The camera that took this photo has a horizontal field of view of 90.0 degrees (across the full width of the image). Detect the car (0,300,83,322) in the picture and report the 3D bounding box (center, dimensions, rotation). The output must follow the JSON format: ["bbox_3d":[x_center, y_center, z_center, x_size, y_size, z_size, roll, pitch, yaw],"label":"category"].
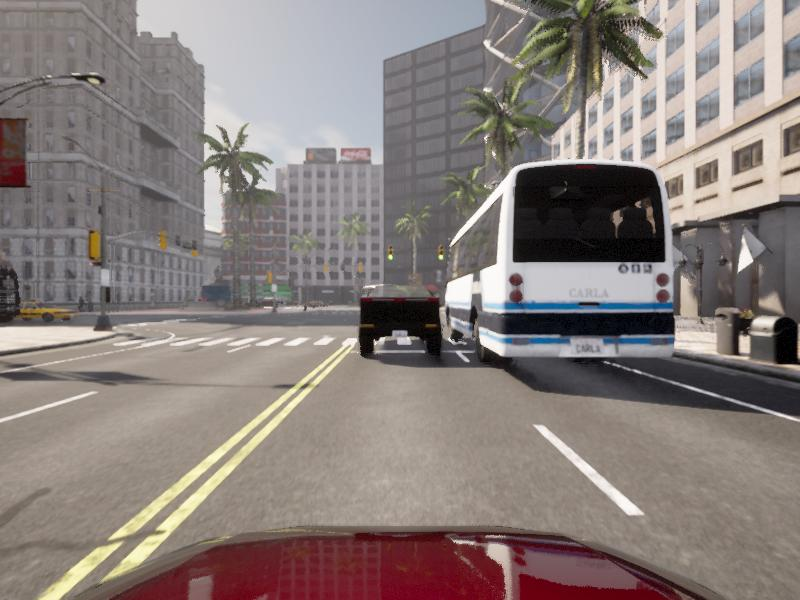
[{"bbox_3d":[-26.645,0.792,29.290,5.366,1.575,1.801,0,0,0],"label":"car"}]

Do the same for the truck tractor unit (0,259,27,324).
[{"bbox_3d":[-28.951,-0.530,26.079,6.516,4.208,3.053,0,0,3],"label":"truck tractor unit"}]

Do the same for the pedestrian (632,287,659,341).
[{"bbox_3d":[8.853,0.480,14.422,0.751,1.860,0.751,0,0,39],"label":"pedestrian"}]

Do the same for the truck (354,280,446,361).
[{"bbox_3d":[0.000,0.538,13.499,2.390,2.098,6.274,0,0,0],"label":"truck"}]

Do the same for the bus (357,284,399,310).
[{"bbox_3d":[-4.164,-0.558,71.071,3.944,4.253,10.273,1,0,-24],"label":"bus"}]

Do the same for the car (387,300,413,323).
[{"bbox_3d":[0.000,0.791,30.232,1.801,1.575,5.366,0,0,0],"label":"car"}]

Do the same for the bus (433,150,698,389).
[{"bbox_3d":[3.357,-0.538,12.257,3.944,4.253,10.273,0,0,0],"label":"bus"}]
